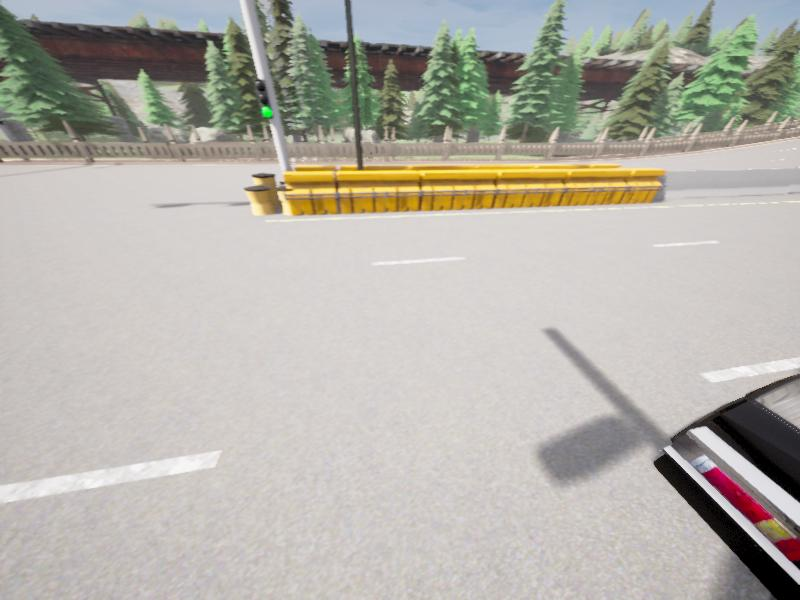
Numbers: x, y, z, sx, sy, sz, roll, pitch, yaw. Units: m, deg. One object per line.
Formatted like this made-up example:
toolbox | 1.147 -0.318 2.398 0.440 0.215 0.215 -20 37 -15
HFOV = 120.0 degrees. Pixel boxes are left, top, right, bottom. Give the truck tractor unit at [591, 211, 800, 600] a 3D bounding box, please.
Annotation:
truck tractor unit | 5.343 0.064 0.278 6.516 4.208 3.053 -6 36 -8
